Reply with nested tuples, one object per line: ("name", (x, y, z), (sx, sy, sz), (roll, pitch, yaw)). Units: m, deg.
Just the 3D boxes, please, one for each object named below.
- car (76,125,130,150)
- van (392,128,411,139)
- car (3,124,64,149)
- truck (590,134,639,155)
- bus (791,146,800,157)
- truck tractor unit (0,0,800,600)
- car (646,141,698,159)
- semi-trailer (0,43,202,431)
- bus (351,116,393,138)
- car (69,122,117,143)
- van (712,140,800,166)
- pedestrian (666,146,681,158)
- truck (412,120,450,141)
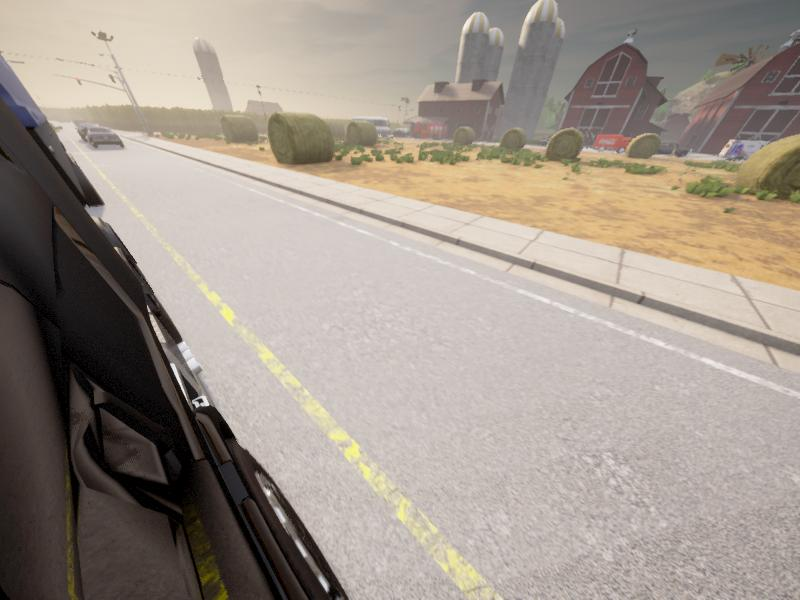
("car", (-25.274, -13.856, 19.615), (5.357, 1.411, 2.033), (28, 44, 30))
("van", (0.387, -44.396, 61.530), (4.480, 2.038, 2.069), (25, 42, 27))
("car", (-28.621, -12.893, 18.153), (4.181, 1.385, 1.994), (28, 44, 30))
("truck", (35.233, -25.750, 38.168), (5.204, 2.467, 2.627), (25, 42, 27))
("bus", (96.066, -34.550, 52.026), (3.944, 4.253, 10.273), (26, 43, 28))
("truck tractor unit", (-2.645, -0.295, 0.351), (6.516, 4.208, 3.053), (28, 44, 30))
("car", (41.057, -22.800, 35.044), (4.605, 1.855, 1.932), (25, 42, 27))
("semi-trailer", (-8.704, -3.581, 4.253), (14.254, 4.402, 2.717), (28, 44, 30))
("bus", (-7.321, -46.155, 61.604), (10.273, 4.253, 3.944), (7, 37, 6))
("car", (-30.914, -16.881, 23.274), (4.792, 1.488, 2.163), (28, 44, 30))
("van", (47.844, -19.862, 31.033), (6.366, 2.431, 2.351), (25, 42, 27))
("pedestrian", (36.800, -19.912, 31.114), (0.751, 1.300, 0.751), (-29, 47, -35))
("truck", (7.470, -41.826, 57.000), (8.468, 3.827, 2.891), (25, 42, 27))
